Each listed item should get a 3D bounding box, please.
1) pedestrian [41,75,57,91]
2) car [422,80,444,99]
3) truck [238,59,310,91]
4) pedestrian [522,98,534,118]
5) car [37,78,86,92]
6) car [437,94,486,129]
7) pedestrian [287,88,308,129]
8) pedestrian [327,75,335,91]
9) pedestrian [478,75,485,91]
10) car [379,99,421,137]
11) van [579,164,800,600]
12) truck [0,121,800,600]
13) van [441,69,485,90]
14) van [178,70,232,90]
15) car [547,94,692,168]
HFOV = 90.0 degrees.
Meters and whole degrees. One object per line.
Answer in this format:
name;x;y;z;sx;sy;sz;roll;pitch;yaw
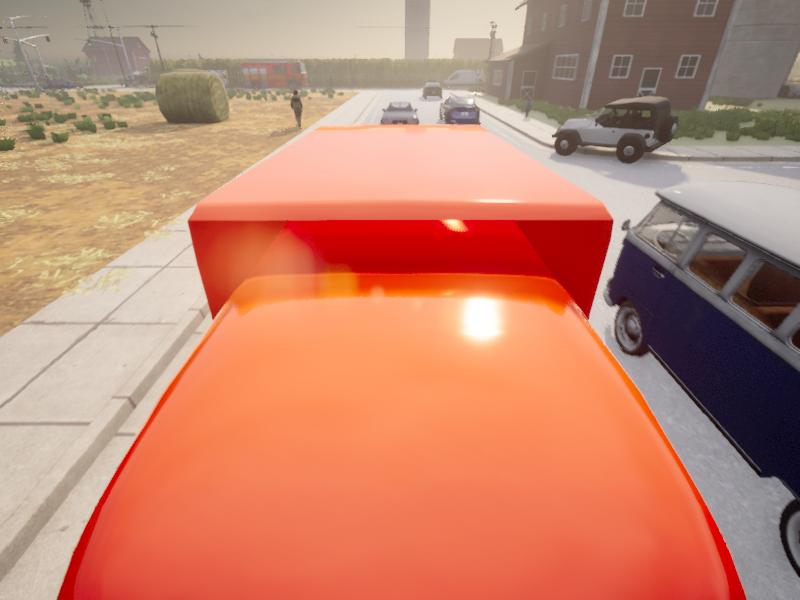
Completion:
pedestrian;-45.627;-28.236;52.037;0.751;1.860;0.751;-10;32;-16
car;3.487;-22.882;43.396;1.930;1.638;5.238;0;30;0
truck;-17.271;-31.181;55.457;8.468;3.827;2.891;0;30;1
pedestrian;8.084;-12.160;25.286;0.500;1.100;0.500;7;31;11
car;-47.172;-30.098;55.939;4.792;1.488;2.163;-17;34;-26
car;3.495;-11.212;23.643;2.163;1.488;4.792;0;30;0
pedestrian;-5.303;-9.899;20.682;0.751;1.860;0.751;-8;31;-14
pedestrian;-9.025;-28.560;52.575;0.751;1.860;0.751;0;30;0
pedestrian;10.528;-28.165;51.893;0.751;1.860;0.751;5;31;8
car;-0.004;-9.680;21.141;1.994;1.385;4.181;0;30;0
van;3.503;0.339;3.434;1.775;1.987;4.442;0;30;0
truck;-0.001;0.221;3.164;2.627;2.467;5.204;0;30;0
van;9.082;-32.212;58.474;5.915;2.561;1.988;1;30;1
van;-28.604;-32.436;58.984;6.366;2.431;2.351;0;30;1
car;7.661;-6.194;14.363;1.905;1.878;3.866;-30;40;-32
